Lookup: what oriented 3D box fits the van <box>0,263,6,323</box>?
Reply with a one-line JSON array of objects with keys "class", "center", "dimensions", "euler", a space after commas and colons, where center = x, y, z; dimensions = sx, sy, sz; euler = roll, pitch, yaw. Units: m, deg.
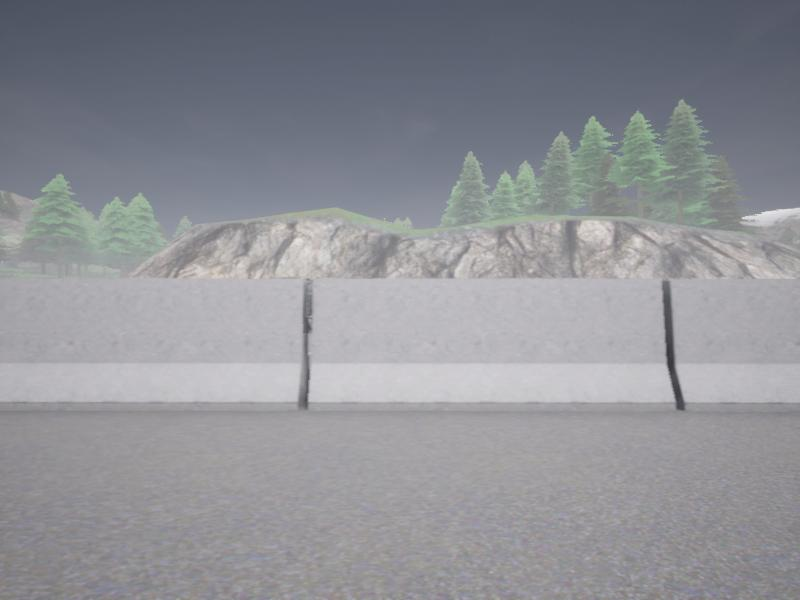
[{"class": "van", "center": [-19.917, -0.287, 16.208], "dimensions": [5.915, 2.561, 1.988], "euler": [0, 0, 0]}]

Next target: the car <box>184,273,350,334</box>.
[{"class": "car", "center": [-3.999, 0.094, 12.701], "dimensions": [4.553, 1.767, 2.097], "euler": [0, 0, 0]}]

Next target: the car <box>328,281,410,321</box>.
[{"class": "car", "center": [-1.459, 0.046, 19.701], "dimensions": [3.866, 1.878, 1.905], "euler": [0, 0, 0]}]

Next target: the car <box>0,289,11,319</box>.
[{"class": "car", "center": [-22.629, 0.226, 19.698], "dimensions": [4.902, 1.511, 2.128], "euler": [0, 0, 0]}]
